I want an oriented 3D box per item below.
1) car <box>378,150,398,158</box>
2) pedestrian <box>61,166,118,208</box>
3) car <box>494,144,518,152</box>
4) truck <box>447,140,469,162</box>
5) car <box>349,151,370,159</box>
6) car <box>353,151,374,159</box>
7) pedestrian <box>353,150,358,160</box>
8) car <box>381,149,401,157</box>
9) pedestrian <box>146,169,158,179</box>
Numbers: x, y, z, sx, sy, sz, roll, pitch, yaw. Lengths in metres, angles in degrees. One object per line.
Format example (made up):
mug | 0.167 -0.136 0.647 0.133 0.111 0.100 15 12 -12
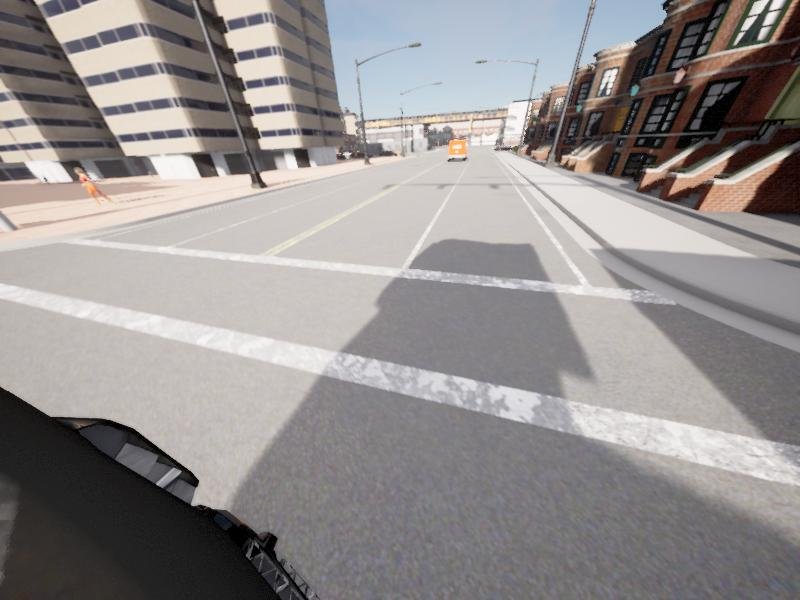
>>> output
car | -3.178 -38.019 60.038 4.674 1.442 1.812 6 35 14
pedestrian | -16.273 -5.939 12.170 0.751 1.860 0.751 3 34 10
car | 24.368 -34.836 53.065 4.718 1.301 1.895 7 35 15
truck | 8.657 -22.228 34.331 2.627 2.467 5.204 7 35 14
car | -10.867 -38.853 61.941 4.856 1.649 2.033 6 35 14
car | -10.295 -40.695 64.883 5.357 1.411 2.033 6 35 14
pedestrian | -10.236 -33.642 53.468 0.751 1.860 0.751 6 35 13
car | -2.346 -39.973 62.821 5.008 1.535 1.882 6 35 14
pedestrian | -32.734 -16.581 30.468 0.500 1.100 0.500 -13 35 -15
